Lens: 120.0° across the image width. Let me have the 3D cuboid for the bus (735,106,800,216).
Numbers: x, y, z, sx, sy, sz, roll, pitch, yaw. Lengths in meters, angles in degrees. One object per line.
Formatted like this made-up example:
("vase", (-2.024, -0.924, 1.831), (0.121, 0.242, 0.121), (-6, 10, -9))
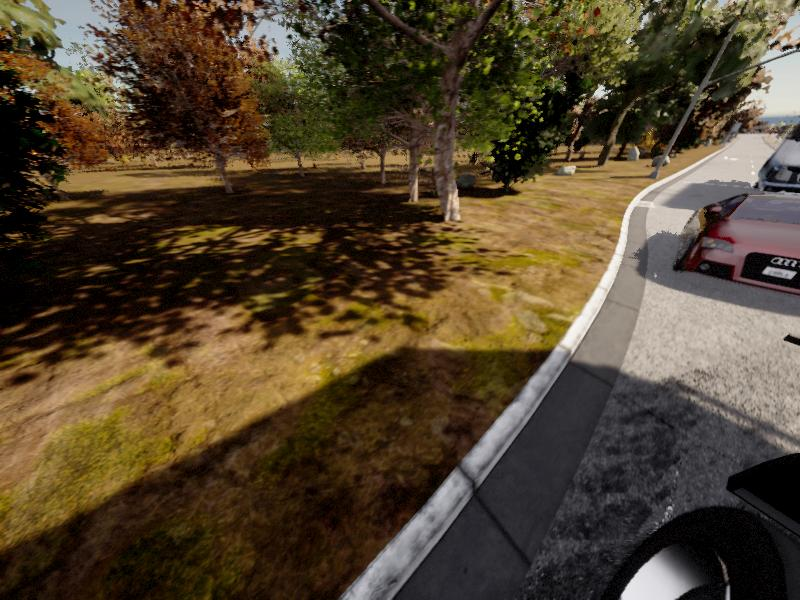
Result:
("bus", (18.956, -6.484, 9.571), (10.273, 4.253, 3.944), (-25, 41, -30))

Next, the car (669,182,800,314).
("car", (7.366, -1.347, 4.682), (4.181, 1.385, 1.994), (-28, 42, -36))
